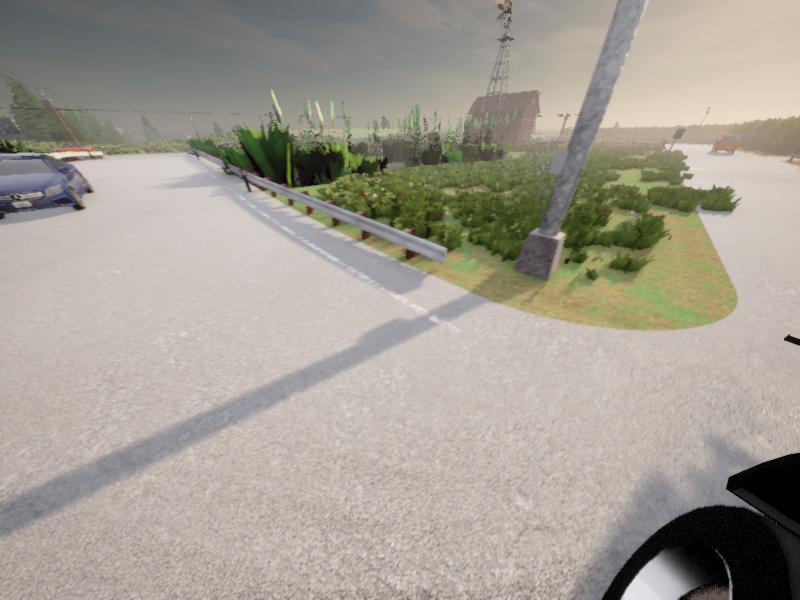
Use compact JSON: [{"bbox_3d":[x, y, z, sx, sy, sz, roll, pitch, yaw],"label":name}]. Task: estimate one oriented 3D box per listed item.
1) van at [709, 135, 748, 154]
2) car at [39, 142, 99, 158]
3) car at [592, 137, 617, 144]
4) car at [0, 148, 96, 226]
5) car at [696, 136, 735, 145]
[{"bbox_3d":[42.971,-20.503,30.382,1.775,1.987,4.442,27,44,33],"label":"van"},{"bbox_3d":[-48.497,-22.150,34.036,4.553,1.767,2.097,-28,43,-32],"label":"car"},{"bbox_3d":[56.868,-44.558,64.302,4.974,1.542,2.038,28,44,34],"label":"car"},{"bbox_3d":[-12.210,-3.985,7.700,1.812,1.442,4.674,-28,46,-33],"label":"car"},{"bbox_3d":[71.620,-36.274,52.532,4.611,1.667,2.242,3,36,5],"label":"car"}]
